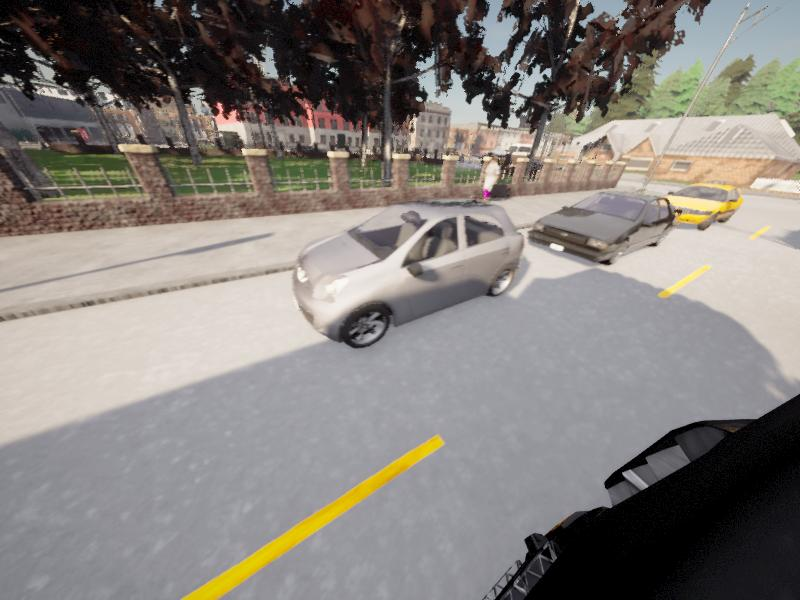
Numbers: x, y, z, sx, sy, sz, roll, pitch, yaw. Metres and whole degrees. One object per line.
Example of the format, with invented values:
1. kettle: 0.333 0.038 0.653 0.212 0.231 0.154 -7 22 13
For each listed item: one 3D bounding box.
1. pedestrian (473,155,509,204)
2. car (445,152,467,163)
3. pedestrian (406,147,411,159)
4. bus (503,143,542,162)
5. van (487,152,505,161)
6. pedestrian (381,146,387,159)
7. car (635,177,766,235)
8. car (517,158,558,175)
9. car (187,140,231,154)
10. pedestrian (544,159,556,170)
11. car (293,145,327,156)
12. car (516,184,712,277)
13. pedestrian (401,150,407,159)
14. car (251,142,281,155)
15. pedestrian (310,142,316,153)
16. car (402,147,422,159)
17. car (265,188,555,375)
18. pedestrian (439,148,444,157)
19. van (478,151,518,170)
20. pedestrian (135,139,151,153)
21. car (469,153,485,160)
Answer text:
1. pedestrian: 4.042 -5.375 10.363 0.751 1.860 0.751 -16 38 -26
2. car: 10.456 -26.831 43.419 1.845 1.501 3.633 -17 38 -27
3. pedestrian: 1.577 -26.899 42.288 0.751 1.860 0.751 -2 34 -7
4. bus: 36.138 -43.411 68.154 10.273 4.253 3.944 -16 38 -26
5. van: 26.507 -39.827 64.081 4.442 1.987 1.775 -16 38 -26
6. pedestrian: -2.815 -25.937 40.502 0.751 1.860 0.751 -14 37 -24
7. car: 12.507 -4.088 9.600 5.366 1.575 1.801 -15 38 -25
8. car: 16.641 -16.254 28.132 1.845 1.501 3.633 -16 38 -26
9. car: -27.188 -21.916 33.084 4.514 1.525 2.007 -16 38 -26
10. pedestrian: 22.082 -19.875 33.945 0.751 1.300 0.751 -6 35 -13
11. car: -15.148 -25.338 39.181 4.892 1.490 1.837 -16 38 -27
12. car: 6.077 -2.259 6.526 5.357 1.411 2.033 -16 38 -26
13. pedestrian: 0.764 -26.330 41.877 0.751 1.300 0.751 -22 41 -33
14. car: -20.969 -23.702 36.221 3.705 1.549 1.789 -16 38 -26
15. pedestrian: -17.563 -30.703 46.434 0.751 1.860 0.751 -12 37 -22
16. car: 2.598 -31.349 49.212 3.866 1.878 1.905 12 35 13
17. car: 0.221 -0.716 3.633 3.633 1.501 1.845 -17 39 -27
18. pedestrian: 11.120 -39.132 61.303 0.751 1.860 0.751 -25 43 -35
19. van: 13.555 -19.575 32.377 2.069 2.038 4.480 -16 38 -26
20. pedestrian: -30.037 -18.021 27.017 0.751 1.300 0.751 -16 38 -26
21. car: 20.389 -37.911 61.109 3.633 1.501 1.845 -16 38 -26
